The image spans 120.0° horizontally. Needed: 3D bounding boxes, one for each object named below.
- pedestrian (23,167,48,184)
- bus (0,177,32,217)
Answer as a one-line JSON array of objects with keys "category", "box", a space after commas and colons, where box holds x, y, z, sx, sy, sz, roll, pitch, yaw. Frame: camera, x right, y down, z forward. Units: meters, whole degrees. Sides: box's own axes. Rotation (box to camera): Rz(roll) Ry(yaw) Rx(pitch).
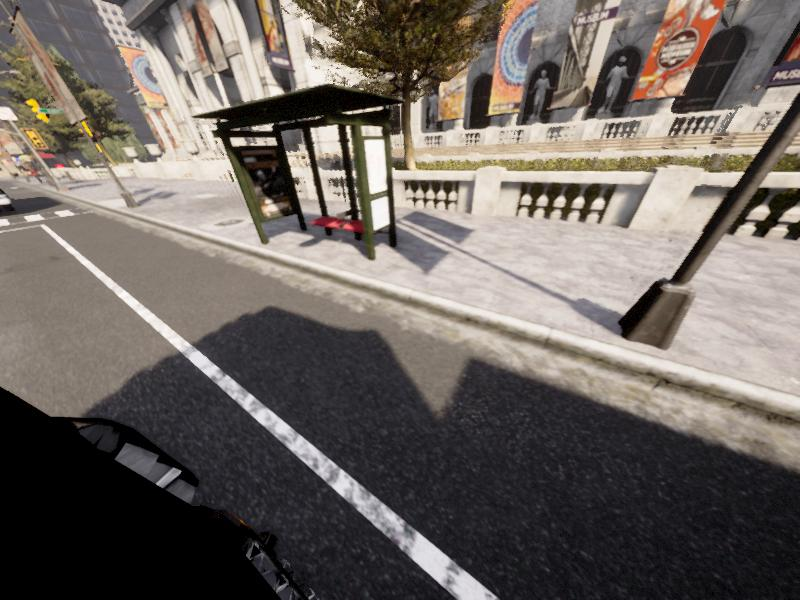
[{"category": "pedestrian", "box": [-48.188, -16.481, 30.563, 0.751, 1.860, 0.751, -26, 40, -30]}, {"category": "bus", "box": [-25.953, -6.983, 12.667, 10.273, 4.253, 3.944, 17, 38, 28]}]
